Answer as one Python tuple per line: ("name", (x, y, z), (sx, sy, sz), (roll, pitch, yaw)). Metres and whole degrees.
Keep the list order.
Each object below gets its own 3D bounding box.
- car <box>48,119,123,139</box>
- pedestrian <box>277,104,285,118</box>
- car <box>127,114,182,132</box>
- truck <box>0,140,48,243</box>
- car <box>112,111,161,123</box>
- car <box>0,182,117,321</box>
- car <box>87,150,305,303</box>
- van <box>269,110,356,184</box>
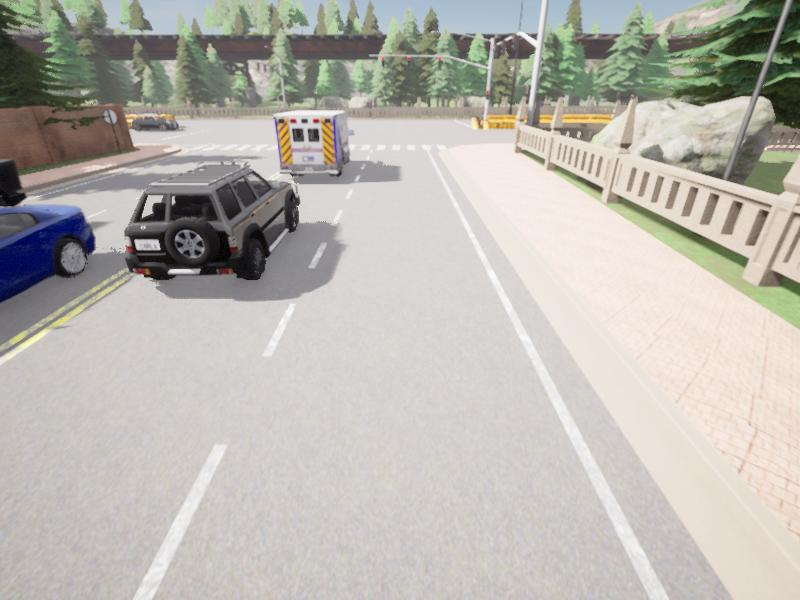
("car", (-25.201, -13.793, 32.196), (4.181, 1.385, 1.994), (0, 27, 0))
("pedestrian", (-17.387, -27.601, 58.309), (0.751, 1.860, 0.751), (-1, 27, -1))
("car", (-23.461, -17.021, 38.399), (3.806, 1.475, 1.970), (0, 27, 0))
("truck", (-10.498, -1.490, 7.294), (2.390, 2.098, 6.274), (0, 27, 0))
("car", (-33.441, -23.322, 50.943), (4.718, 1.301, 1.895), (0, 27, 0))
("car", (-6.996, -0.500, 5.969), (1.882, 1.535, 5.008), (0, 27, 0))
("car", (-3.499, -1.821, 8.179), (1.932, 1.855, 4.605), (0, 27, 0))
("van", (-3.505, -6.993, 17.708), (2.351, 2.431, 6.366), (0, 27, 0))
